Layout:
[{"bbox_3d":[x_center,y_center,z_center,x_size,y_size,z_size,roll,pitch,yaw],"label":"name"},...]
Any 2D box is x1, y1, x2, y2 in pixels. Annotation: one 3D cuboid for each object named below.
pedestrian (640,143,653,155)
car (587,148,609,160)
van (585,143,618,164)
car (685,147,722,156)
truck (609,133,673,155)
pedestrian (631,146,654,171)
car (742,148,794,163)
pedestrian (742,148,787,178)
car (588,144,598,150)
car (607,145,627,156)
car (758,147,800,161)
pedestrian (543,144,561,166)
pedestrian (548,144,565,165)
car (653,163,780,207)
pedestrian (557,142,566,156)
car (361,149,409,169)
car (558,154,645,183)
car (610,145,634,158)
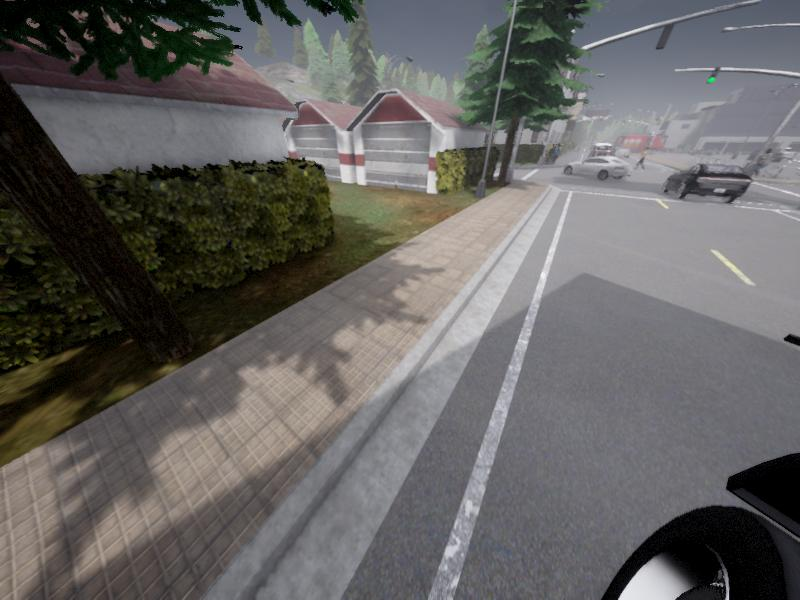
[{"bbox_3d":[43.887,-26.886,41.168,0.751,1.860,0.751,21,40,27],"label":"pedestrian"},{"bbox_3d":[29.659,-21.957,34.690,1.994,1.385,4.181,21,40,27],"label":"car"},{"bbox_3d":[25.605,-18.824,29.549,2.069,2.038,4.480,18,38,24],"label":"van"},{"bbox_3d":[63.715,-31.250,48.576,4.193,1.474,1.816,21,40,27],"label":"car"},{"bbox_3d":[51.904,-33.818,50.107,8.468,3.827,2.891,5,35,7],"label":"truck"},{"bbox_3d":[22.446,-13.100,21.385,0.751,1.860,0.751,26,42,32],"label":"pedestrian"},{"bbox_3d":[49.726,-19.633,31.365,2.007,1.523,4.514,21,40,27],"label":"car"},{"bbox_3d":[26.719,-10.091,16.997,0.751,1.860,0.751,19,39,25],"label":"pedestrian"},{"bbox_3d":[57.904,-45.981,69.441,1.837,1.490,4.892,21,40,27],"label":"car"},{"bbox_3d":[42.504,-29.382,45.357,2.038,1.542,4.974,20,39,26],"label":"car"},{"bbox_3d":[56.677,-21.853,34.505,1.970,1.475,3.806,21,40,27],"label":"car"},{"bbox_3d":[15.525,-14.868,23.622,0.751,1.860,0.751,-6,35,-9],"label":"pedestrian"},{"bbox_3d":[16.232,-15.125,23.989,0.751,1.860,0.751,27,43,33],"label":"pedestrian"},{"bbox_3d":[15.061,-5.914,11.514,2.128,1.511,4.902,21,37,27],"label":"car"},{"bbox_3d":[27.413,-25.624,39.221,0.751,1.860,0.751,21,40,27],"label":"pedestrian"},{"bbox_3d":[-1.699,-15.609,25.477,5.008,1.535,1.882,21,40,27],"label":"car"},{"bbox_3d":[15.221,-10.296,17.862,1.812,1.442,4.674,-12,37,-15],"label":"car"},{"bbox_3d":[37.790,-25.357,39.434,2.152,1.651,5.027,21,40,27],"label":"car"}]
